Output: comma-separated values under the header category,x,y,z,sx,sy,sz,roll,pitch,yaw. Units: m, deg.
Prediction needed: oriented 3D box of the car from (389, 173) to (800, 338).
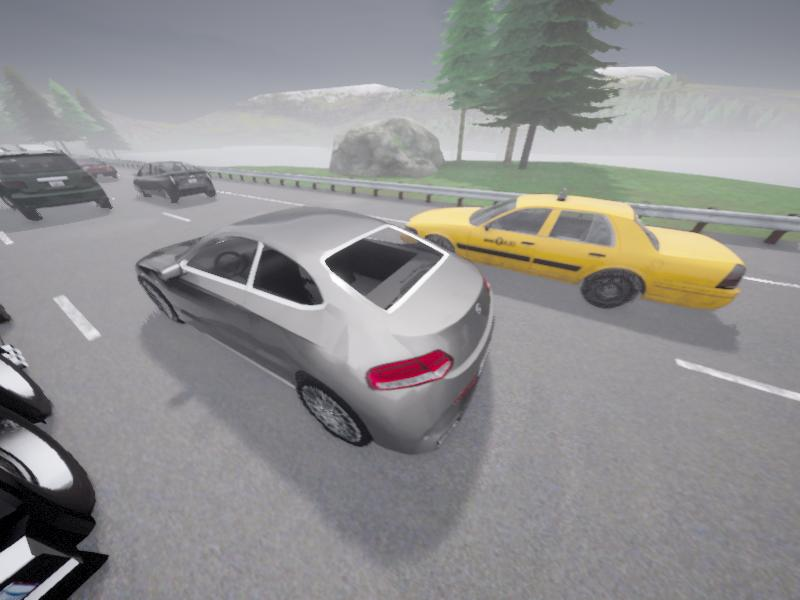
category,x,y,z,sx,sy,sz,roll,pitch,yaw
car,2.550,-1.325,4.504,5.366,1.575,1.801,18,39,25

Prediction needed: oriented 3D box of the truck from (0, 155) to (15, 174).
category,x,y,z,sx,sy,sz,roll,pitch,yaw
truck,-37.602,-12.542,20.251,5.204,2.467,2.627,18,39,24

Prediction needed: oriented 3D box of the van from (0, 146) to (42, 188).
category,x,y,z,sx,sy,sz,roll,pitch,yaw
van,-26.097,-8.594,14.837,4.480,2.038,2.069,18,39,24

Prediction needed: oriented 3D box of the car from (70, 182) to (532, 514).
category,x,y,z,sx,sy,sz,roll,pitch,yaw
car,-1.388,-0.320,3.061,5.027,1.651,2.152,18,39,25

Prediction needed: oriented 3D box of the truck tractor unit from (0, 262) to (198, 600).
category,x,y,z,sx,sy,sz,roll,pitch,yaw
truck tractor unit,-5.116,-0.294,0.782,6.516,4.208,3.053,18,39,24

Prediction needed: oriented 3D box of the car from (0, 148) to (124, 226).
category,x,y,z,sx,sy,sz,roll,pitch,yaw
car,-13.887,-4.594,8.957,5.566,2.045,2.150,18,39,25

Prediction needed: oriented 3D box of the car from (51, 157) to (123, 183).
category,x,y,z,sx,sy,sz,roll,pitch,yaw
car,-22.584,-9.452,16.682,4.718,1.301,1.895,18,39,25

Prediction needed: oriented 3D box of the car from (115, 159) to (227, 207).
category,x,y,z,sx,sy,sz,roll,pitch,yaw
car,-10.835,-5.694,10.960,4.514,1.525,2.007,18,39,25

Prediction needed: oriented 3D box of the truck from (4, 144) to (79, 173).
category,x,y,z,sx,sy,sz,roll,pitch,yaw
truck,-34.141,-13.571,22.017,6.274,2.098,2.390,18,39,24
